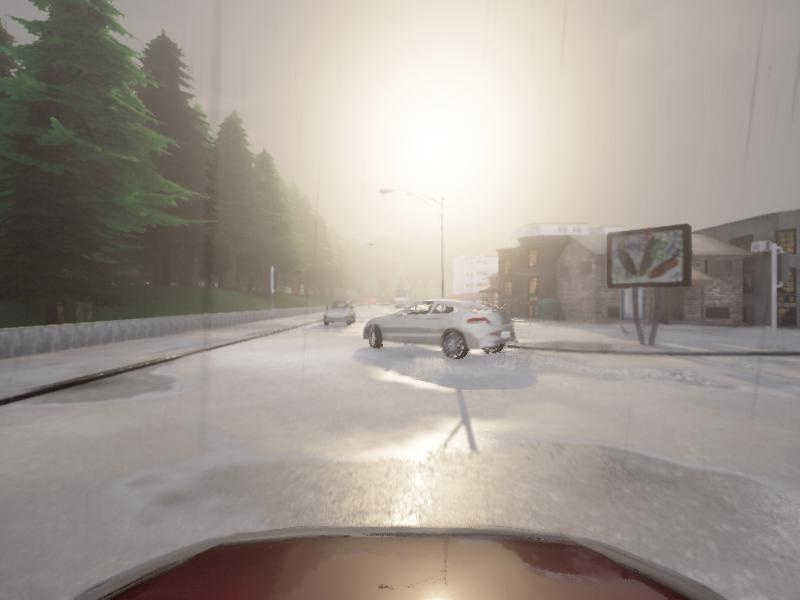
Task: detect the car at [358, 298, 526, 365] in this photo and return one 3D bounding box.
[{"bbox_3d":[1.105,0.796,12.567,2.152,1.651,5.027,-1,0,-45],"label":"car"}]

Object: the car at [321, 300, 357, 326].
[{"bbox_3d":[-3.983,0.824,26.864,1.851,1.617,3.988,0,0,0],"label":"car"}]

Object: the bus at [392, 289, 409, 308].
[{"bbox_3d":[0.119,-0.413,94.461,3.944,4.253,10.273,0,0,0],"label":"bus"}]
